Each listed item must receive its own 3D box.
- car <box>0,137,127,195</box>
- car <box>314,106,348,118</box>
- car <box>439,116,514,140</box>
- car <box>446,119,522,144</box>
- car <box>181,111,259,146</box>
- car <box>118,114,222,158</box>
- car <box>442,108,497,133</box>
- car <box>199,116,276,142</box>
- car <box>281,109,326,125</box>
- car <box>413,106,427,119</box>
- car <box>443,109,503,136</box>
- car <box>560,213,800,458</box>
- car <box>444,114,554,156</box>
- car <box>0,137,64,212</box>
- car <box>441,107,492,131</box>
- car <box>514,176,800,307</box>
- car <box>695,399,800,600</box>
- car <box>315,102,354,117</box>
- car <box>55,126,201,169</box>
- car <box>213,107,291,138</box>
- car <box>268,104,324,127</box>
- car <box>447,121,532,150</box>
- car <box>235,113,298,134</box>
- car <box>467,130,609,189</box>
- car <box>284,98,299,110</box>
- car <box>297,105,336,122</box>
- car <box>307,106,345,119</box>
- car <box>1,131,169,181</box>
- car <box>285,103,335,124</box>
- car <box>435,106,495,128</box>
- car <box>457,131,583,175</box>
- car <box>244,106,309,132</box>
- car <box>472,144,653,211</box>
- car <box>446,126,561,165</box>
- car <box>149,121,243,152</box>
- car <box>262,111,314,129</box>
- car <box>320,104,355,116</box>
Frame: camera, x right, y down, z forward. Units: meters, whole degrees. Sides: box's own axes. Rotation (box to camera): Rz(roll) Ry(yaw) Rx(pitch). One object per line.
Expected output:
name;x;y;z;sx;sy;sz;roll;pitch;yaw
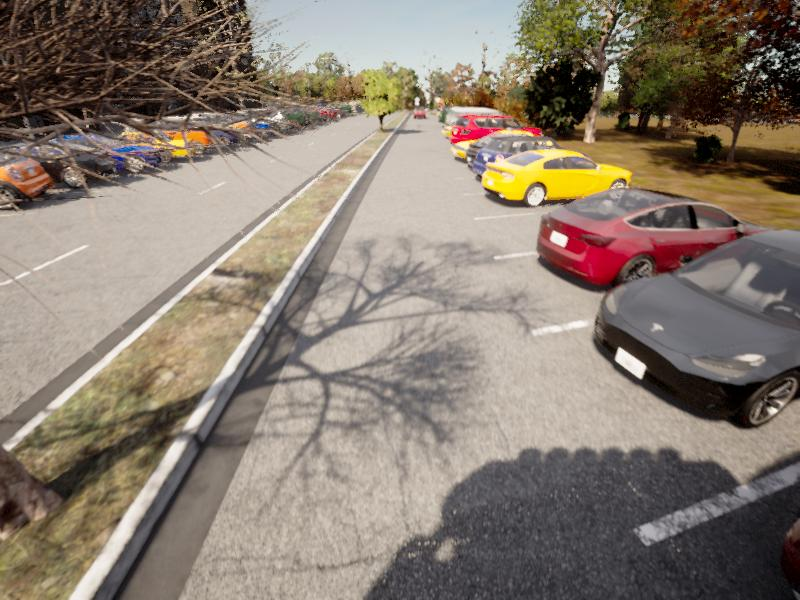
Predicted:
car;-13.036;-4.805;14.247;4.892;1.521;2.231;-9;28;-16
car;-10.349;-28.060;59.751;4.674;1.452;2.002;-8;28;-15
car;5.942;-13.509;31.360;5.366;1.575;1.946;-7;29;-15
car;5.991;-12.153;28.792;4.792;1.488;2.163;-7;28;-15
car;-12.217;-11.884;27.577;4.442;1.987;1.878;-9;28;-15
car;-12.529;-9.142;22.221;4.442;1.987;1.878;-9;28;-15
car;6.327;-16.426;36.568;4.442;1.987;1.878;-7;29;-15
car;-12.167;-13.033;30.320;5.008;1.535;2.097;-8;28;-15
car;-11.170;-21.219;46.371;4.792;1.488;2.163;-8;28;-15
car;2.932;-27.598;58.771;1.851;1.617;3.988;2;27;3
car;6.171;-15.069;33.921;4.442;1.987;1.878;-7;29;-15
car;4.859;0.030;5.012;4.792;1.488;2.163;-8;29;-17
car;5.684;-9.693;23.374;5.566;2.045;2.435;-7;28;-16
car;-13.137;-3.543;11.502;4.553;1.767;2.185;-9;29;-16
car;6.482;-17.781;39.214;4.442;1.987;1.878;-7;29;-15
car;4.982;-1.334;7.675;4.792;1.488;2.163;-8;28;-17
car;4.834;1.347;2.378;5.008;1.535;2.097;-8;28;-17
car;-10.202;-29.693;62.282;5.566;2.045;2.435;-8;28;-14
car;-12.960;-7.524;19.556;5.366;1.575;1.946;-9;28;-15
car;-12.031;-14.619;32.866;5.566;2.045;2.435;-9;28;-15
car;-11.337;-20.102;43.573;5.566;2.045;2.435;-8;28;-15
car;5.781;-10.788;26.125;4.792;1.488;2.163;-7;29;-15
car;-11.846;-15.769;35.662;5.008;1.535;2.097;-8;28;-15
car;5.216;-5.515;15.493;4.553;1.767;2.185;-7;28;-16
car;-21.789;-39.236;80.155;2.435;2.045;5.566;-7;27;-15
car;-10.835;-24.090;51.639;4.553;1.767;2.185;-8;28;-15
car;-10.527;-26.717;57.046;5.008;1.535;2.097;-8;28;-15
car;-12.932;-6.180;16.932;5.008;1.535;2.097;-9;28;-15
car;-11.011;-22.838;48.919;5.566;2.045;2.435;-8;28;-15
car;6.779;-19.178;41.891;5.566;2.045;2.435;-7;28;-15
car;5.364;-6.758;18.198;4.892;1.521;2.231;-7;28;-16
car;-11.709;-17.353;38.206;5.566;2.045;2.435;-8;28;-15
car;5.122;-4.056;12.921;5.008;1.535;2.097;-8;28;-16
car;5.332;-8.090;20.781;5.366;1.575;1.946;-7;29;-16
car;-12.510;-10.262;24.972;4.792;1.488;2.163;-9;28;-15
car;-11.493;-18.483;41.027;4.792;1.488;2.163;-8;28;-15
car;-10.179;-30.841;65.041;5.366;1.575;1.946;-9;29;-14
